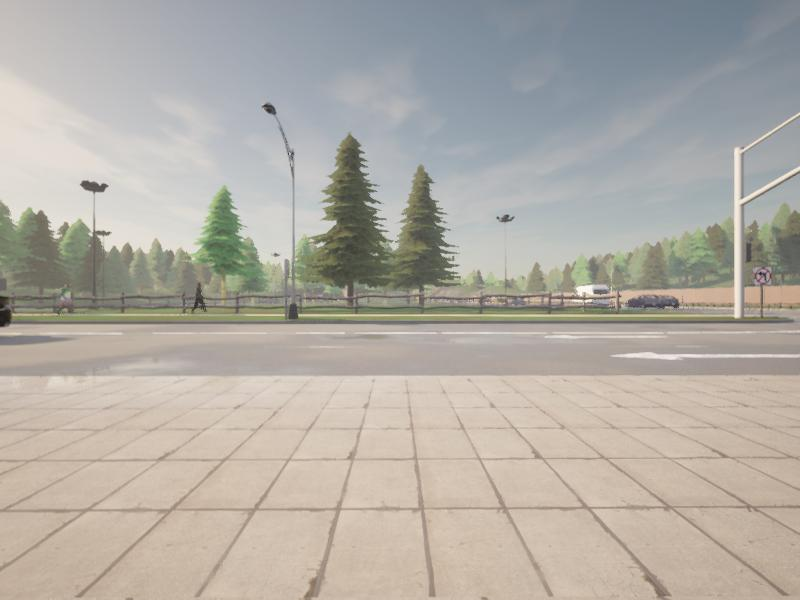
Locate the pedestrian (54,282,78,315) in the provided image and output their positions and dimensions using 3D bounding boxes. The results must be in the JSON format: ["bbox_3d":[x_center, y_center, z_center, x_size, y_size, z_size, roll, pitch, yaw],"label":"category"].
[{"bbox_3d":[-19.296,-0.100,23.135,0.751,1.860,0.751,0,0,3],"label":"pedestrian"}]

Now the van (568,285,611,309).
[{"bbox_3d":[21.328,-0.294,45.431,1.988,2.561,5.915,0,0,-1],"label":"van"}]

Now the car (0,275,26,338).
[{"bbox_3d":[-13.033,0.181,10.176,5.238,1.638,1.930,0,0,0],"label":"car"}]

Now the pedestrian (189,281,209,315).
[{"bbox_3d":[-11.335,-0.106,22.544,0.751,1.860,0.751,0,0,4],"label":"pedestrian"}]

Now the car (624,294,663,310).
[{"bbox_3d":[24.881,0.209,41.012,1.845,1.501,3.633,0,0,-1],"label":"car"}]
